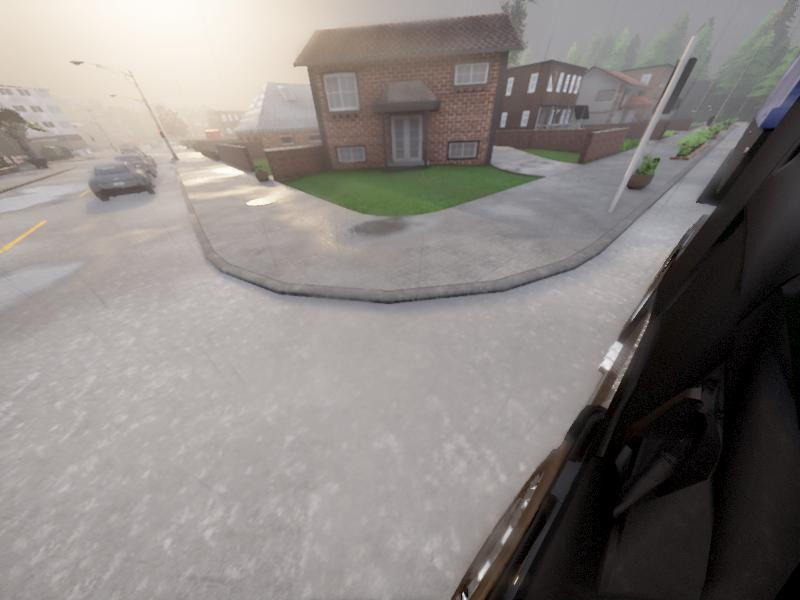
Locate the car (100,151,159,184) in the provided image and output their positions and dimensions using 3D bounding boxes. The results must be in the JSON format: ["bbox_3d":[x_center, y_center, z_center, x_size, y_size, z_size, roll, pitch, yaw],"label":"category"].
[{"bbox_3d":[-18.819,-9.509,16.360,2.033,1.411,5.357,-29,44,-30],"label":"car"}]

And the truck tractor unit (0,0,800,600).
[{"bbox_3d":[2.645,-0.295,0.351,6.516,4.208,3.053,-28,44,-30],"label":"truck tractor unit"}]

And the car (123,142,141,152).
[{"bbox_3d":[-63.272,-36.259,54.601,1.930,1.638,5.238,-28,44,-30],"label":"car"}]

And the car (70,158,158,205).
[{"bbox_3d":[-13.765,-5.996,11.385,1.994,1.385,4.181,-30,45,-32],"label":"car"}]

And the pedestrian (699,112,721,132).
[{"bbox_3d":[37.299,-21.373,27.804,0.751,1.860,0.751,-28,44,-29],"label":"pedestrian"}]

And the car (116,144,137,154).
[{"bbox_3d":[-54.314,-30.027,45.944,1.994,1.385,4.181,-28,44,-30],"label":"car"}]

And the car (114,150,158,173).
[{"bbox_3d":[-23.443,-12.484,20.697,1.895,1.301,4.718,-27,43,-29],"label":"car"}]

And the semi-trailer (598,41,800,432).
[{"bbox_3d":[8.689,-3.624,4.218,14.254,4.402,2.717,-28,44,-30],"label":"semi-trailer"}]

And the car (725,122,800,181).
[{"bbox_3d":[16.098,-6.467,9.819,5.238,1.638,1.930,-28,44,-30],"label":"car"}]

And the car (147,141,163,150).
[{"bbox_3d":[-65.077,-41.120,61.424,2.152,1.651,5.027,-28,44,-30],"label":"car"}]
